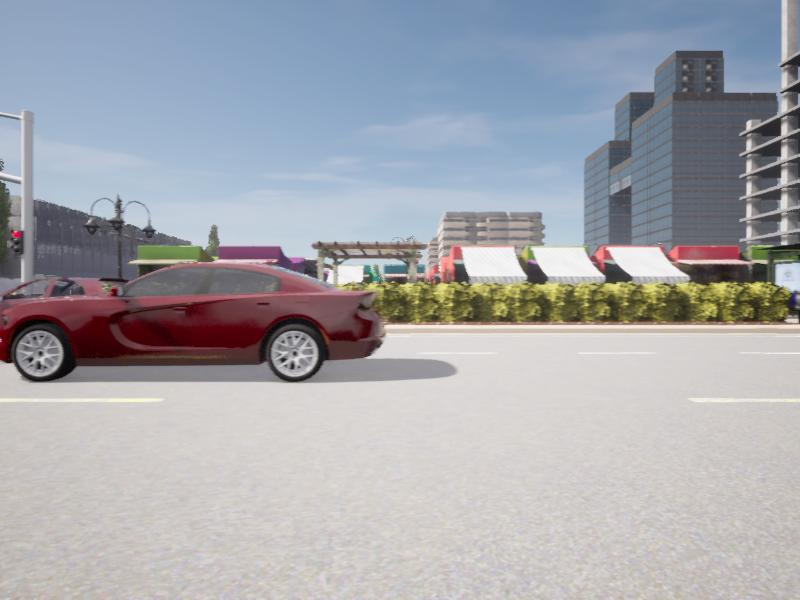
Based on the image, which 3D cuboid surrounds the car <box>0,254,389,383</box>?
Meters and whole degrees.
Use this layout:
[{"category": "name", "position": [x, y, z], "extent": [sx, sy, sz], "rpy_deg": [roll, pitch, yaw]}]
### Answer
[{"category": "car", "position": [-2.683, 0.223, 5.694], "extent": [5.008, 1.535, 1.882], "rpy_deg": [0, 0, 0]}]

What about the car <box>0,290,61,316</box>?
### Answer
[{"category": "car", "position": [-25.165, 0.200, 25.859], "extent": [1.801, 1.575, 5.366], "rpy_deg": [0, 0, 2]}]

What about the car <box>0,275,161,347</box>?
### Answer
[{"category": "car", "position": [-7.914, 0.226, 9.290], "extent": [3.633, 1.501, 1.845], "rpy_deg": [0, 0, 3]}]

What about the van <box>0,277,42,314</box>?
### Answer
[{"category": "van", "position": [-28.654, -0.280, 27.904], "extent": [1.988, 2.561, 5.915], "rpy_deg": [0, 0, 1]}]
